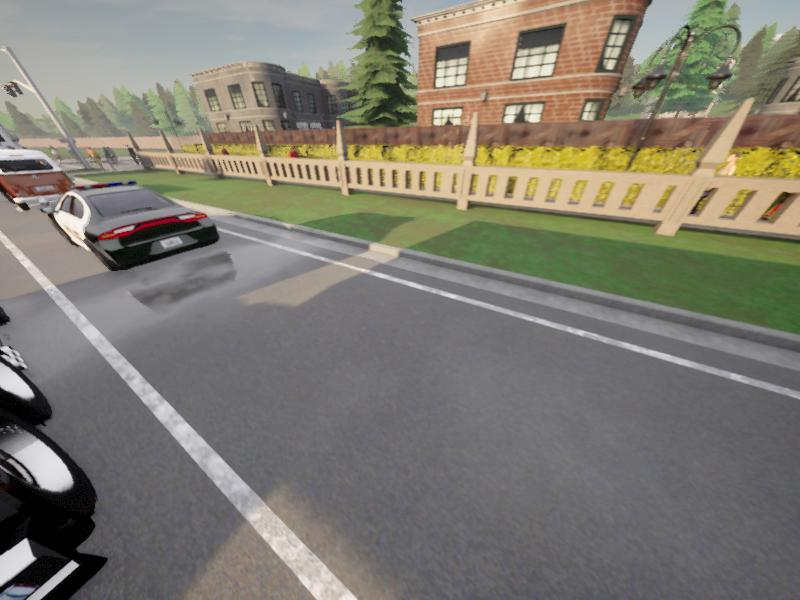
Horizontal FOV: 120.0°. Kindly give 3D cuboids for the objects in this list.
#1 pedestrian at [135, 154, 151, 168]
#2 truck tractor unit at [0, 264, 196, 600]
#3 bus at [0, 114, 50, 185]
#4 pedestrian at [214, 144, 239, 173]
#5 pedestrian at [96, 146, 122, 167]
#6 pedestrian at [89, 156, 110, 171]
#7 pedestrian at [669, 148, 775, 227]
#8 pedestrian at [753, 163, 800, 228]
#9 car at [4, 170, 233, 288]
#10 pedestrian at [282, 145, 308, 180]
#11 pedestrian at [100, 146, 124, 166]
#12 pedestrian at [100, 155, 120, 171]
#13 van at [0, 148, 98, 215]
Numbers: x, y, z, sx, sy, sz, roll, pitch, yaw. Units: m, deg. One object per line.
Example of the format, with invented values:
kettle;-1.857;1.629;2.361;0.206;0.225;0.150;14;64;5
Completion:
pedestrian;-23.890;-12.904;21.486;0.500;1.100;0.500;28;44;34
truck tractor unit;-5.109;-0.303;0.784;6.516;4.208;3.053;18;39;24
bus;-29.753;-10.889;16.194;10.273;4.253;3.944;23;41;30
pedestrian;-13.741;-11.238;18.337;0.751;1.860;0.751;19;39;25
pedestrian;-31.130;-15.382;24.713;0.751;1.860;0.751;12;37;17
pedestrian;-25.405;-11.542;19.542;0.500;1.100;0.500;7;36;10
pedestrian;8.891;-3.161;6.529;0.751;1.860;0.751;13;37;19
pedestrian;11.268;-3.040;6.333;0.751;1.860;0.751;18;39;24
car;-6.911;-2.089;5.737;4.974;1.542;2.038;19;39;24
pedestrian;-6.675;-8.805;14.778;0.751;1.860;0.751;18;39;24
pedestrian;-31.429;-15.718;25.214;0.751;1.860;0.751;18;39;24
pedestrian;-24.933;-11.781;19.883;0.500;1.100;0.500;10;36;14
van;-15.867;-5.216;9.855;4.480;2.038;2.069;18;39;24
